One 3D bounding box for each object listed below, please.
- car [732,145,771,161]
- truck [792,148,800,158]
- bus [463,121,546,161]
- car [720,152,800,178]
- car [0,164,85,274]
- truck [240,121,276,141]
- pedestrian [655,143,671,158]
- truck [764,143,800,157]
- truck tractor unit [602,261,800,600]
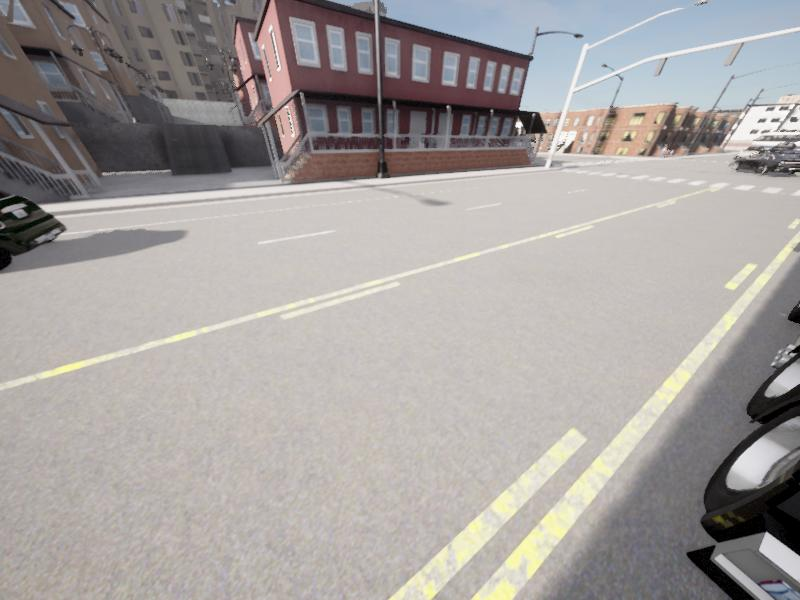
[{"bbox_3d":[51.738,-21.691,33.993,4.605,1.855,1.932,-18,39,-25],"label":"car"},{"bbox_3d":[72.706,-26.379,40.718,6.274,2.098,2.390,-18,39,-25],"label":"truck"},{"bbox_3d":[14.707,-23.406,34.054,3.944,4.253,10.273,-18,39,-25],"label":"bus"},{"bbox_3d":[30.852,-11.507,19.492,2.128,1.511,4.902,11,36,15],"label":"car"},{"bbox_3d":[-10.122,-1.272,4.170,4.553,1.767,2.097,-18,39,-25],"label":"car"},{"bbox_3d":[-30.145,-35.869,49.181,6.274,2.098,2.390,-8,34,-32],"label":"truck"},{"bbox_3d":[38.867,-22.075,34.141,0.751,1.860,0.751,-25,42,-32],"label":"pedestrian"},{"bbox_3d":[73.468,-28.945,44.413,6.274,2.098,2.390,-18,39,-25],"label":"truck"},{"bbox_3d":[5.103,-0.309,0.787,6.516,4.208,3.053,-19,39,-24],"label":"truck tractor unit"}]
